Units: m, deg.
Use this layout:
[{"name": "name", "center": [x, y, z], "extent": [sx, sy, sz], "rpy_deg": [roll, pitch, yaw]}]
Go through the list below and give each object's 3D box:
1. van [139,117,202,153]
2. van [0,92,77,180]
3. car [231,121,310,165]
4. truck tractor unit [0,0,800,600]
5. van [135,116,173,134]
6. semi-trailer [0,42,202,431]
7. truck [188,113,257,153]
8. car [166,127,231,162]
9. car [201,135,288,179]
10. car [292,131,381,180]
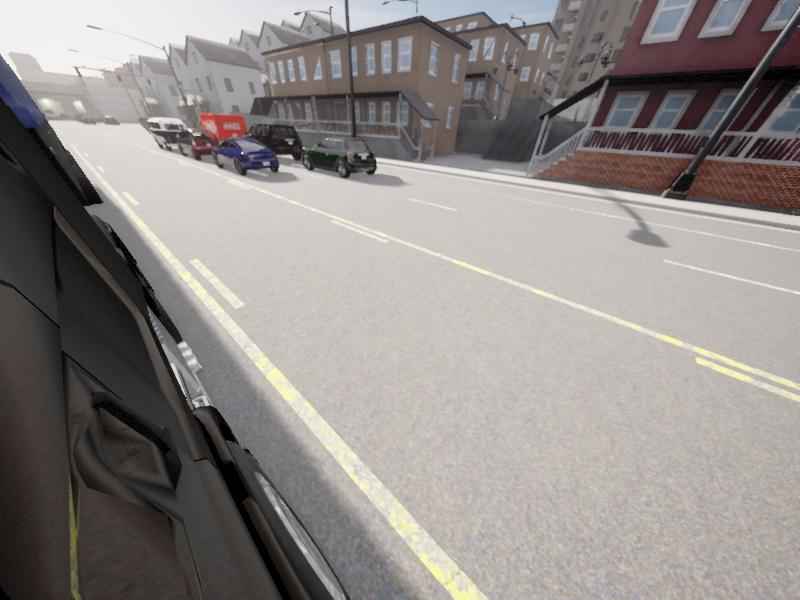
[{"name": "van", "center": [-18.071, -13.060, 18.217], "extent": [4.480, 2.038, 2.069], "rpy_deg": [28, 43, 29]}, {"name": "van", "center": [-16.382, -6.945, 9.722], "extent": [5.915, 2.561, 1.988], "rpy_deg": [26, 43, 30]}, {"name": "car", "center": [-8.992, -10.968, 16.007], "extent": [5.566, 2.045, 2.150], "rpy_deg": [28, 44, 30]}, {"name": "truck tractor unit", "center": [-2.645, -0.295, 0.351], "extent": [6.516, 4.208, 3.053], "rpy_deg": [28, 44, 30]}, {"name": "van", "center": [-35.962, -25.547, 33.787], "extent": [4.442, 1.987, 1.775], "rpy_deg": [19, 39, 20]}, {"name": "semi-trailer", "center": [-8.696, -3.610, 4.225], "extent": [14.254, 4.402, 2.717], "rpy_deg": [28, 44, 30]}, {"name": "truck", "center": [-15.095, -14.293, 19.698], "extent": [5.204, 2.467, 2.627], "rpy_deg": [29, 44, 31]}, {"name": "car", "center": [-13.357, -10.389, 15.317], "extent": [3.988, 1.617, 1.851], "rpy_deg": [28, 44, 30]}, {"name": "car", "center": [-8.093, -7.527, 11.974], "extent": [4.674, 1.442, 1.812], "rpy_deg": [28, 44, 30]}, {"name": "car", "center": [-3.424, -7.934, 12.528], "extent": [4.553, 1.767, 2.097], "rpy_deg": [28, 44, 30]}]
